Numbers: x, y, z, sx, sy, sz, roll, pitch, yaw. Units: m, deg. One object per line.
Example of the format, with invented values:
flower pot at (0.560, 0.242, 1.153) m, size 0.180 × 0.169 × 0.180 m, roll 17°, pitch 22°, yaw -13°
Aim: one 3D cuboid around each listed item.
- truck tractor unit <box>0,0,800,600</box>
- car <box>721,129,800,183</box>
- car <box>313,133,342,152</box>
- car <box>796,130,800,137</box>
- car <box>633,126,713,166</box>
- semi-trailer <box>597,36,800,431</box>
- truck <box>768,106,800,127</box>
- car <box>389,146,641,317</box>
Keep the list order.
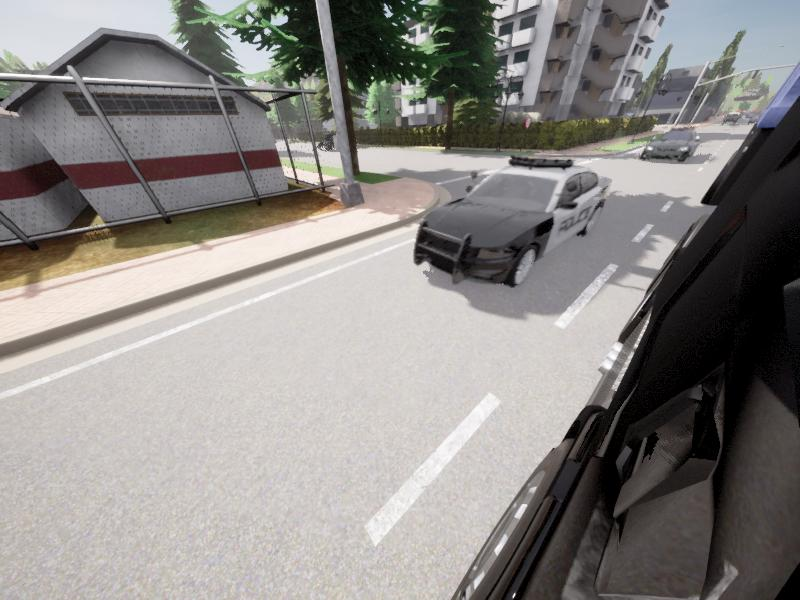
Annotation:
truck tractor unit at (2.645, -0.295, 0.351) m, size 6.516 × 4.208 × 3.053 m, roll -28°, pitch 44°, yaw -30°
car at (15.513, -6.059, 9.553) m, size 3.806 × 1.475 × 1.970 m, roll -28°, pitch 43°, yaw -30°
car at (-9.486, -20.601, 30.122) m, size 1.905 × 1.878 × 3.866 m, roll -26°, pitch 43°, yaw -28°
car at (39.550, -16.257, 21.571) m, size 5.366 × 1.575 × 1.801 m, roll -28°, pitch 44°, yaw -30°
car at (16.021, -9.115, 13.539) m, size 4.974 × 1.542 × 2.038 m, roll -28°, pitch 44°, yaw -30°
semi-trailer at (8.729, -3.585, 4.195) m, size 14.254 × 4.402 × 2.717 m, roll -28°, pitch 43°, yaw -29°
truck at (61.165, -27.713, 34.780) m, size 2.627 × 2.467 × 5.204 m, roll 1°, pitch 37°, yaw 5°
car at (2.484, -1.905, 4.660) m, size 5.238 × 1.638 × 1.930 m, roll -28°, pitch 44°, yaw -30°
